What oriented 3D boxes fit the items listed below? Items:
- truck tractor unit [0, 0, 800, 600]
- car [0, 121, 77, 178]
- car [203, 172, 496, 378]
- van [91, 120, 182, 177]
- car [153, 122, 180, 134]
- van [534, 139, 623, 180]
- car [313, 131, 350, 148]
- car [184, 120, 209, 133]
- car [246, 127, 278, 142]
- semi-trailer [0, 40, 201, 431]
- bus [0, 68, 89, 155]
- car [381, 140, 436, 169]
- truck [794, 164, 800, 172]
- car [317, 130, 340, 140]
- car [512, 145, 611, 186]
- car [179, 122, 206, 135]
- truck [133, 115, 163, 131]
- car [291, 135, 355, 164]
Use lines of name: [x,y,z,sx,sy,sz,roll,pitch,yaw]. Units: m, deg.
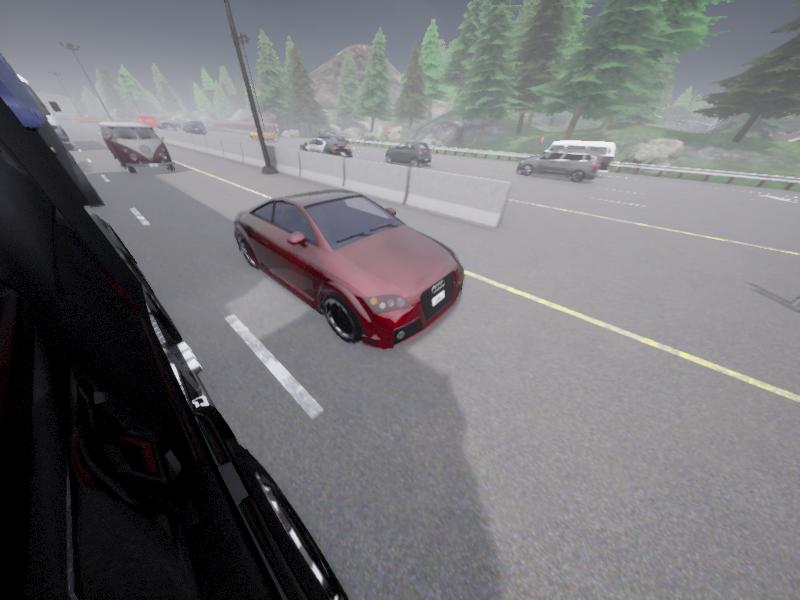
truck tractor unit: [-2.645,-0.295,0.351,6.516,4.208,3.053,28,44,30]
car: [-17.162,-6.977,10.523,4.553,1.767,2.097,28,43,30]
car: [-1.032,-0.976,3.799,4.181,1.385,1.994,28,43,30]
van: [-13.108,-7.621,11.500,4.442,1.987,1.775,28,43,30]
car: [-41.683,-30.664,41.165,4.856,1.649,2.033,28,43,30]
van: [12.699,-10.261,16.702,4.480,2.038,2.069,28,43,30]
car: [-9.220,-21.648,31.138,4.974,1.542,2.038,28,43,30]
car: [-44.010,-37.475,49.889,5.566,2.045,2.150,28,43,30]
car: [-21.054,-25.198,35.137,5.366,1.575,1.801,28,43,30]
semi-trailer: [-8.700,-3.583,4.256,14.254,4.402,2.717,28,43,30]
bus: [-27.865,-13.744,16.917,10.273,4.253,3.944,28,43,29]
car: [0.570,-11.046,17.411,3.633,1.501,1.845,28,43,30]
truck: [49.920,-14.791,23.750,8.468,3.827,2.891,32,45,33]
car: [-13.721,-31.696,44.436,1.789,1.549,3.705,26,42,28]
car: [10.146,-8.746,14.798,4.611,1.667,2.242,28,43,30]
car: [-38.253,-31.582,42.596,4.611,1.667,2.242,28,43,30]
truck: [-52.017,-36.456,47.627,5.204,2.467,2.627,28,43,30]
car: [-6.046,-11.836,18.046,4.974,1.542,2.038,28,43,30]
